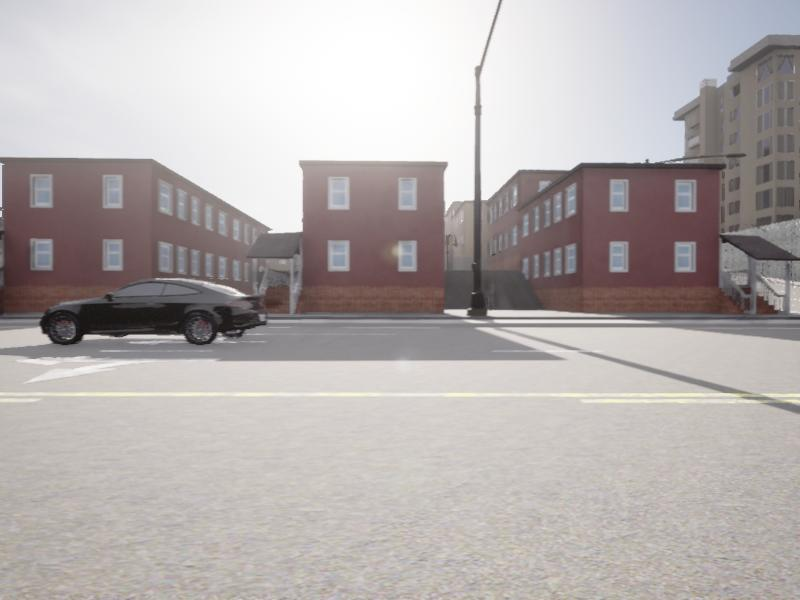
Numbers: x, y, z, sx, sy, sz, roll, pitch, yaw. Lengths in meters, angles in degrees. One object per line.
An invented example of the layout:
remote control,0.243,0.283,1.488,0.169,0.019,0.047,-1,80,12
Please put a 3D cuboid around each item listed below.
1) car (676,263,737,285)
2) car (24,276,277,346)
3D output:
car,30.346,-2.679,39.857,2.128,1.511,4.902,0,12,0
car,-5.454,0.231,9.200,4.674,1.442,1.812,0,0,0
